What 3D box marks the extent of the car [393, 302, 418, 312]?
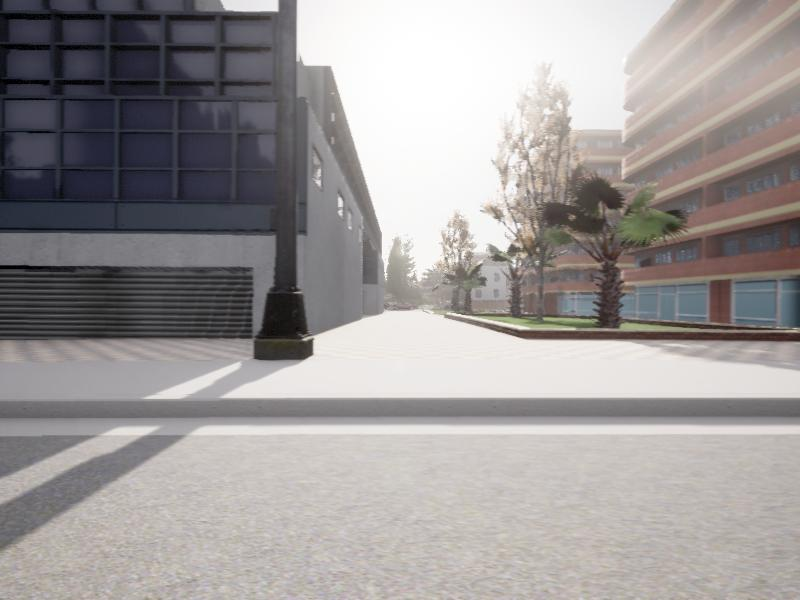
[{"bbox_3d":[0.893,1.057,62.942,3.806,1.475,1.970,1,0,0],"label":"car"}]
